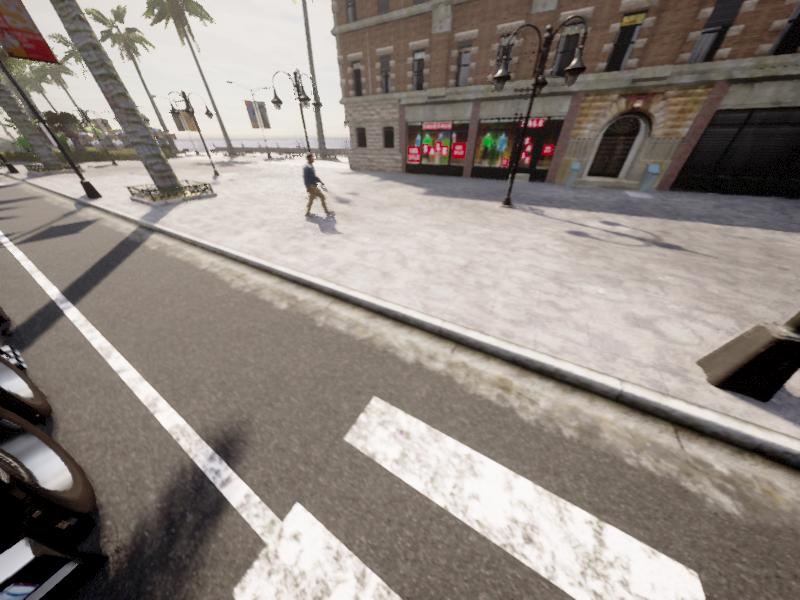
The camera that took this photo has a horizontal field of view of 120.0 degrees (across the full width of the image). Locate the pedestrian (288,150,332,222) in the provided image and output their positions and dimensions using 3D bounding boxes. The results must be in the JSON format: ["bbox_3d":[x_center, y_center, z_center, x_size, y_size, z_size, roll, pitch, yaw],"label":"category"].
[{"bbox_3d":[-2.664,-3.462,7.056,0.751,1.860,0.751,-4,35,-6],"label":"pedestrian"}]

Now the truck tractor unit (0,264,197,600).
[{"bbox_3d":[-5.113,-0.298,0.784,6.516,4.208,3.053,18,39,24],"label":"truck tractor unit"}]
